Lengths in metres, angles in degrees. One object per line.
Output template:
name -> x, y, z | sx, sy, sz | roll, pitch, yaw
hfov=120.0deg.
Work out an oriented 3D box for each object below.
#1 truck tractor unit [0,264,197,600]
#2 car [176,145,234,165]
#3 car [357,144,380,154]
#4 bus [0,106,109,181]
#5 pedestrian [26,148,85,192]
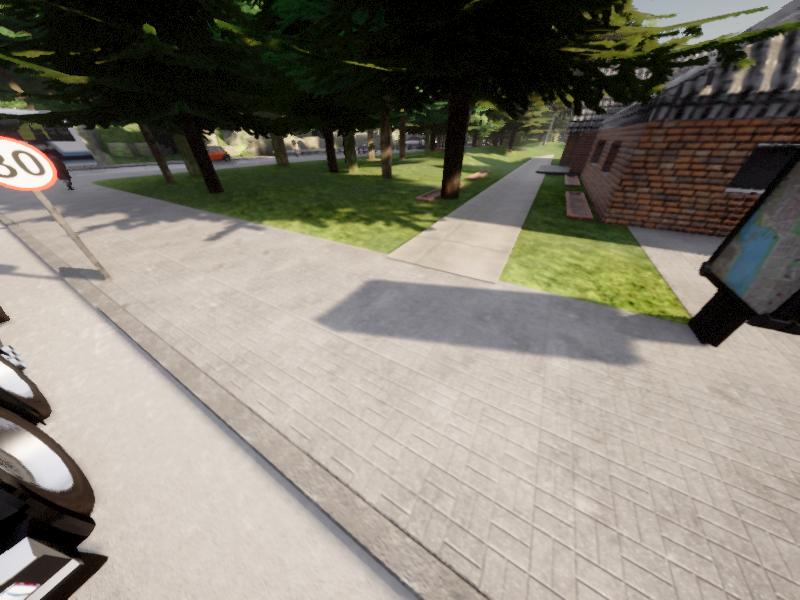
truck tractor unit -> -5.109, -0.303, 0.779 | 6.516, 4.208, 3.053 | 18, 39, 24
car -> -23.181, -17.500, 27.722 | 2.097, 1.767, 4.553 | 18, 39, 24
car -> -6.216, -29.843, 45.557 | 1.837, 1.490, 4.892 | 18, 39, 24
bus -> -29.485, -10.768, 15.968 | 3.944, 4.253, 10.273 | 9, 36, 13
pedestrian -> -17.540, -6.661, 11.841 | 0.751, 1.860, 0.751 | -21, 40, -27
